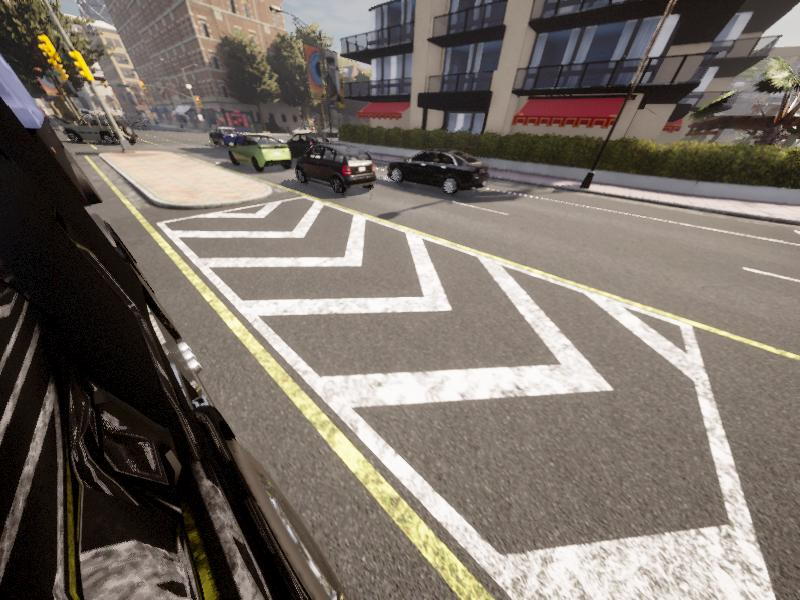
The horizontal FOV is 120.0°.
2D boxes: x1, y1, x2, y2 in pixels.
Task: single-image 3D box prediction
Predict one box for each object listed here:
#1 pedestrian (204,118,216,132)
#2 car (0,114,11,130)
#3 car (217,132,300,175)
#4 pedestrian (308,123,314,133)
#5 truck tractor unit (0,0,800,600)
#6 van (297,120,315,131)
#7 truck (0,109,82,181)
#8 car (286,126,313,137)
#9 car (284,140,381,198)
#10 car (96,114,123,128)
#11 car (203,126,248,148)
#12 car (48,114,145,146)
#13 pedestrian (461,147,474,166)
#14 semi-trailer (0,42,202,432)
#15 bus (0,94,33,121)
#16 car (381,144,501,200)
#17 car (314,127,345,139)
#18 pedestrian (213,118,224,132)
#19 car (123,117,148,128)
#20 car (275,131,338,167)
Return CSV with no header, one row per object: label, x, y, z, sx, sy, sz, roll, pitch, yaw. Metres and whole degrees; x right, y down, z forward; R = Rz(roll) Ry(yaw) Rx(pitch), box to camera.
pedestrian,-31.950,-29.447,38.882,0.751,1.860,0.751,30,44,31
car,-49.903,-21.822,28.096,5.008,1.535,1.882,29,44,30
car,-7.891,-8.253,12.849,4.514,1.525,2.007,28,44,30
pedestrian,-21.098,-41.031,55.026,0.751,1.860,0.751,28,43,29
truck tractor unit,-2.645,-0.295,0.351,6.516,4.208,3.053,28,44,30
van,-30.069,-55.948,73.977,5.915,2.561,1.988,28,44,30
truck,-16.492,-6.817,9.914,6.274,2.098,2.390,28,44,30
car,-17.387,-29.211,40.111,1.845,1.501,3.633,28,43,29
car,-2.753,-5.508,9.513,3.705,1.549,1.789,28,44,30
car,-51.552,-31.837,41.036,4.605,1.855,1.932,28,44,30
car,-16.831,-15.773,22.303,3.806,1.475,1.970,28,44,30
car,-24.930,-14.069,19.160,4.605,1.855,1.932,3,36,0
pedestrian,4.631,-9.885,15.918,0.500,1.100,0.500,-29,47,-35
semi-trailer,-8.695,-3.618,4.214,14.254,4.402,2.717,28,44,30
bus,-85.249,-41.983,50.304,10.273,4.253,3.944,28,44,30
car,1.582,-5.900,10.376,4.892,1.490,1.837,28,44,30
car,-12.358,-29.380,40.711,2.163,1.488,4.792,28,44,29
pedestrian,-31.672,-30.521,40.330,0.751,1.860,0.751,-6,38,-11
car,-50.489,-33.870,44.104,4.974,1.542,2.038,28,44,30
car,-6.234,-10.146,15.410,3.988,1.617,1.851,28,44,30
